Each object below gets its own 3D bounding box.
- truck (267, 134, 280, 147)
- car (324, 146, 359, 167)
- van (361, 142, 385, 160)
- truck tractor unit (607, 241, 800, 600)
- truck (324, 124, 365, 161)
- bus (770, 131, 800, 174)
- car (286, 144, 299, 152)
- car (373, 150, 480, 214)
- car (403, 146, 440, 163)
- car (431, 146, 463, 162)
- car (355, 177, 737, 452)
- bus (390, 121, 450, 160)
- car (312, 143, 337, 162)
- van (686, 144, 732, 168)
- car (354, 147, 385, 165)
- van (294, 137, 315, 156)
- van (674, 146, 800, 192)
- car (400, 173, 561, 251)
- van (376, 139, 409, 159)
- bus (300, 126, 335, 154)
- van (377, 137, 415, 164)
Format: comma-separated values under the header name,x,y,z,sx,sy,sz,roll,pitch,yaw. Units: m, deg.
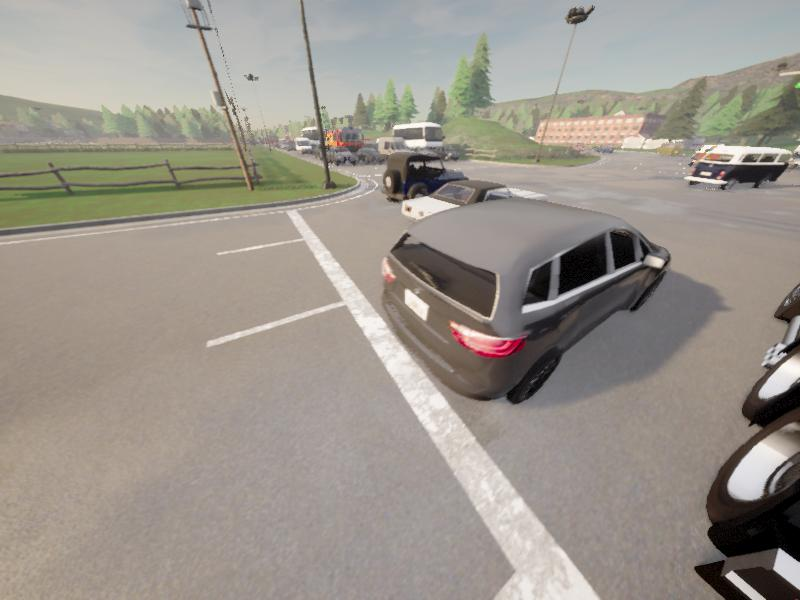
name,x,y,z,sx,sy,sz,roll,pitch,yaw
truck,-47.352,-59.662,86.318,2.891,3.827,8.468,-17,38,-23
car,-6.505,-15.864,25.373,2.242,1.667,4.611,-17,38,-23
van,-3.956,-21.661,33.469,1.775,1.987,4.442,-17,38,-23
truck tractor unit,5.073,-0.334,0.847,6.516,4.208,3.053,-20,39,-26
truck,-8.015,-22.508,33.045,2.891,3.827,8.468,-17,39,-23
bus,37.207,-12.787,18.970,3.944,4.253,10.273,28,43,32
car,-24.438,-34.583,52.481,1.994,1.385,4.181,-17,39,-23
car,1.084,-5.054,9.655,3.866,1.878,1.905,-20,40,-26
car,2.625,-18.773,29.671,2.152,1.651,5.027,-17,38,-23
car,6.085,-19.299,30.467,1.851,1.617,3.988,-17,38,-23
car,2.024,-0.563,3.381,4.611,1.667,2.242,-20,39,-26
bus,2.586,-24.212,35.209,3.944,4.253,10.273,-17,38,-23
car,-10.049,-19.674,30.650,1.932,1.855,4.605,-17,39,-23
van,34.246,-16.180,25.788,2.069,2.038,4.480,29,44,34
car,-3.701,-17.016,27.208,1.837,1.490,4.892,-17,38,-23
van,-16.954,-27.192,40.868,1.988,2.561,5.915,-17,38,-23
van,19.537,-7.622,13.348,4.480,2.038,2.069,-6,37,-9
car,2.494,-2.942,7.140,4.718,1.301,1.895,-20,40,-26
van,-1.307,-23.232,35.365,2.351,2.431,6.366,-17,38,-23
bus,-16.562,-31.811,46.023,3.944,4.253,10.273,-17,38,-23
van,-0.640,-18.404,28.313,1.988,2.561,5.915,-17,38,-23
